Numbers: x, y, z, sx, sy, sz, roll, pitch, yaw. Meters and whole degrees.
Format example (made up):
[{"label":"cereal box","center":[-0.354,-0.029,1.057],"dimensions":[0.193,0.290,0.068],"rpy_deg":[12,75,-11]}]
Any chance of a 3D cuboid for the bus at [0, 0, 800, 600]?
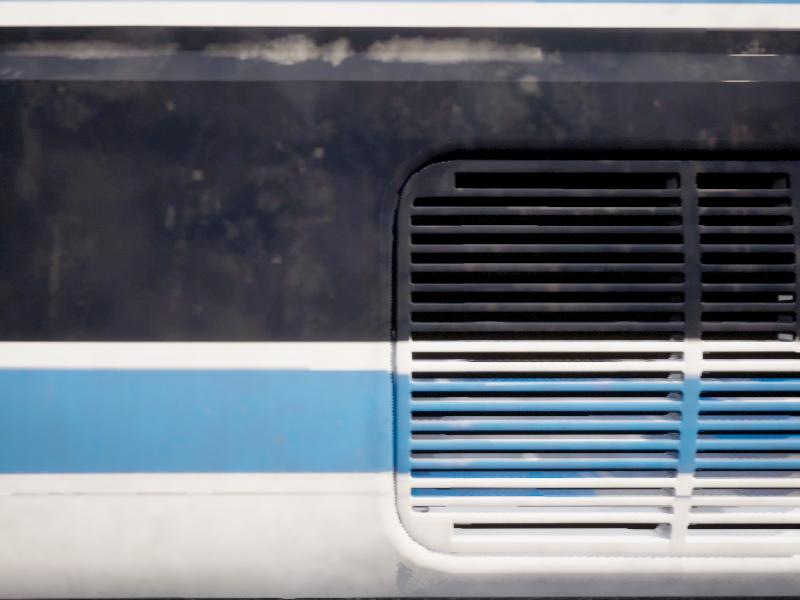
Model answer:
[{"label":"bus","center":[0.307,-1.132,2.019],"dimensions":[10.273,4.253,3.944],"rpy_deg":[0,0,0]}]
